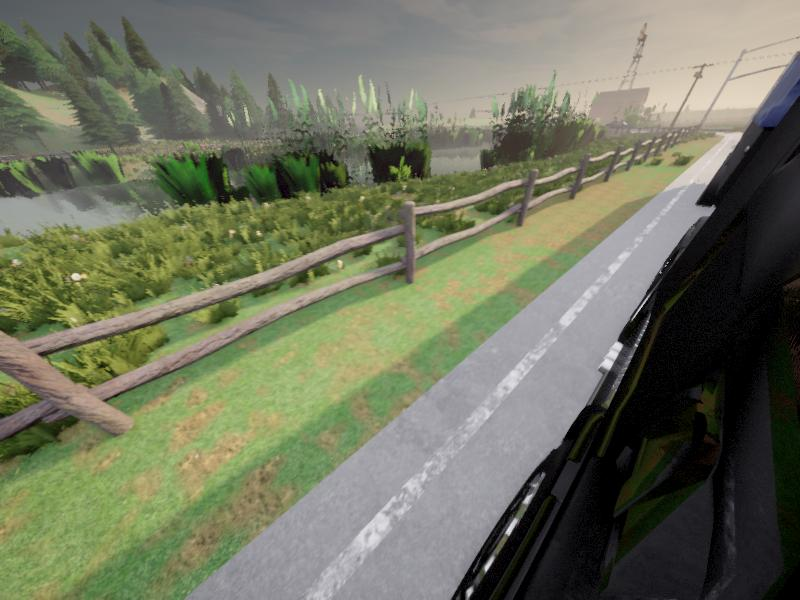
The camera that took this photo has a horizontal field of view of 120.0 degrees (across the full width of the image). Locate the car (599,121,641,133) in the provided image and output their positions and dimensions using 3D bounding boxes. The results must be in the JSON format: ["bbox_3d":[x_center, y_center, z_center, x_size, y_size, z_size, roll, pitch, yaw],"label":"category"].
[{"bbox_3d":[36.794,-29.077,38.761,1.812,1.442,4.674,-26,45,-28],"label":"car"}]

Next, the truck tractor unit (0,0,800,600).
[{"bbox_3d":[2.645,-0.295,0.351,6.516,4.208,3.053,-28,44,-30],"label":"truck tractor unit"}]

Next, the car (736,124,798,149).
[{"bbox_3d":[28.632,-12.885,18.141,4.181,1.385,1.994,-28,43,-30],"label":"car"}]

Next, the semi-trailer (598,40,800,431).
[{"bbox_3d":[8.701,-3.583,4.256,14.254,4.402,2.717,-28,44,-30],"label":"semi-trailer"}]
